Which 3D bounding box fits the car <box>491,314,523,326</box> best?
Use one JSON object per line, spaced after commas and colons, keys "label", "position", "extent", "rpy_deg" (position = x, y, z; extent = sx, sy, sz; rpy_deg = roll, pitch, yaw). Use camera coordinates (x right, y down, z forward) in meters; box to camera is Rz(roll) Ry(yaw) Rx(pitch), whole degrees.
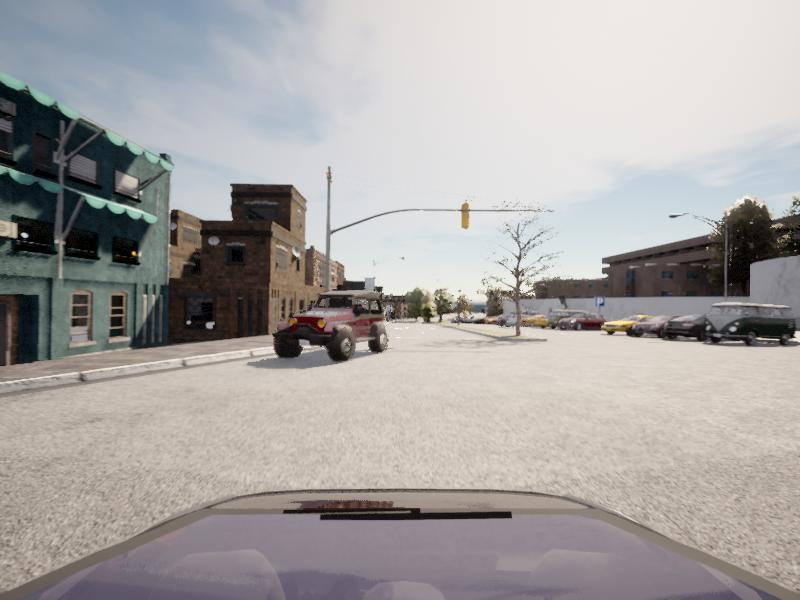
{"label": "car", "position": [17.115, 3.186, 64.098], "extent": [4.553, 1.767, 2.185], "rpy_deg": [3, -3, -20]}

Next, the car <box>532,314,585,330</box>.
{"label": "car", "position": [17.215, 2.366, 43.334], "extent": [5.366, 1.575, 1.946], "rpy_deg": [2, -3, -20]}

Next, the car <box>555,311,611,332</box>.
{"label": "car", "position": [17.064, 1.995, 37.327], "extent": [4.553, 1.767, 2.185], "rpy_deg": [2, -2, -20]}

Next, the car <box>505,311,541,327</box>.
{"label": "car", "position": [16.963, 2.640, 55.134], "extent": [4.442, 1.987, 1.878], "rpy_deg": [3, -3, -20]}

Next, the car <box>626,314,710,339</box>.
{"label": "car", "position": [17.008, 1.674, 25.407], "extent": [4.674, 1.452, 2.002], "rpy_deg": [2, -2, -20]}

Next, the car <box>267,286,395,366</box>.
{"label": "car", "position": [-1.740, 0.648, 11.470], "extent": [1.905, 1.878, 3.866], "rpy_deg": [1, -1, 20]}

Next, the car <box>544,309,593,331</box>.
{"label": "car", "position": [16.935, 2.010, 40.256], "extent": [4.442, 1.987, 1.878], "rpy_deg": [2, -2, -20]}

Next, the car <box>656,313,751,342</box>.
{"label": "car", "position": [16.995, 1.553, 22.436], "extent": [4.674, 1.452, 2.002], "rpy_deg": [2, -3, -20]}

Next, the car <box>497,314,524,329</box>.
{"label": "car", "position": [11.974, 2.294, 43.546], "extent": [1.845, 1.501, 3.633], "rpy_deg": [1, -3, 0]}

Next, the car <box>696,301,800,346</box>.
{"label": "car", "position": [16.891, 1.161, 19.425], "extent": [4.442, 1.987, 1.878], "rpy_deg": [2, -2, -20]}

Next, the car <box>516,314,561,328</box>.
{"label": "car", "position": [17.059, 2.607, 49.216], "extent": [5.008, 1.535, 2.097], "rpy_deg": [2, -2, -20]}

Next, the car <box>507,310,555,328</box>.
{"label": "car", "position": [17.091, 2.485, 52.215], "extent": [5.566, 2.045, 2.435], "rpy_deg": [3, -3, -20]}

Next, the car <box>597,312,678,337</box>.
{"label": "car", "position": [16.839, 1.745, 28.321], "extent": [5.366, 1.575, 1.946], "rpy_deg": [2, -2, -20]}

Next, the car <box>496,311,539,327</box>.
{"label": "car", "position": [17.052, 2.759, 58.134], "extent": [5.566, 2.045, 2.435], "rpy_deg": [3, -3, -20]}
